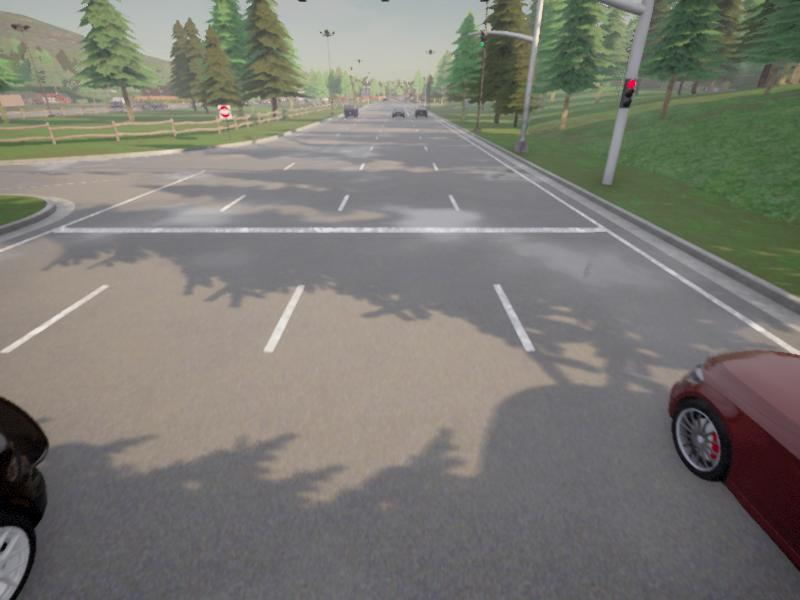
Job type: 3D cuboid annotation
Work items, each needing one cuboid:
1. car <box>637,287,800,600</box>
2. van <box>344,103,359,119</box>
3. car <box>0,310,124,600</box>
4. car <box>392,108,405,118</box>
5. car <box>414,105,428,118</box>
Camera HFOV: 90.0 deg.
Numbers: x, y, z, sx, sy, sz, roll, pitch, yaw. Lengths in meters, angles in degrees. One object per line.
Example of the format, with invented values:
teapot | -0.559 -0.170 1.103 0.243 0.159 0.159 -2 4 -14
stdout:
car | 3.505 1.589 1.970 1.812 1.442 4.674 0 27 0
van | -7.227 -28.313 59.863 1.775 1.987 4.442 0 27 0
car | -3.492 1.999 0.960 1.930 1.638 5.238 0 27 0
car | -0.235 -28.963 61.875 1.895 1.301 4.718 0 27 0
car | 3.262 -29.497 62.548 1.930 1.638 5.238 0 27 0
